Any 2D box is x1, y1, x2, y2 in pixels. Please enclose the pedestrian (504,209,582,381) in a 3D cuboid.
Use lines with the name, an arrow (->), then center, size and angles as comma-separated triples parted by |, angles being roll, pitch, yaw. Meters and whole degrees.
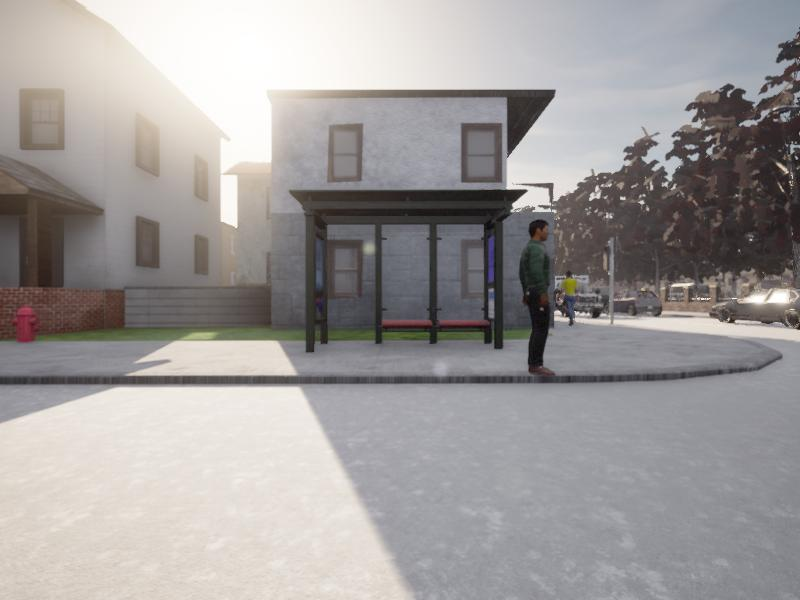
pedestrian -> 1.661, -0.056, 4.766 | 0.751, 1.860, 0.751 | 0, 0, 9

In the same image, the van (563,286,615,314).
van -> 14.274, -0.030, 30.573 | 1.775, 1.987, 4.442 | 0, 0, -2

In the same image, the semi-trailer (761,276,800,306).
semi-trailer -> 59.478, -1.336, 57.431 | 2.717, 4.402, 14.254 | 0, 0, 1

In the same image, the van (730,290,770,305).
van -> 63.352, -0.406, 72.577 | 1.988, 2.561, 5.915 | 0, 0, 0

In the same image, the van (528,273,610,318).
van -> 10.046, -0.242, 24.568 | 2.351, 2.431, 6.366 | 0, 0, 0

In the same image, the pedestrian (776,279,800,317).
pedestrian -> 19.419, -0.104, 19.869 | 0.751, 1.860, 0.751 | 0, 0, 0

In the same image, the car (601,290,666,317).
car -> 14.194, 0.199, 24.567 | 1.845, 1.501, 3.633 | 0, 0, -1

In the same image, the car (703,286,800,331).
car -> 13.843, 0.268, 14.395 | 2.033, 1.411, 5.357 | 0, 0, 4

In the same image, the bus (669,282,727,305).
bus -> 59.471, -1.254, 80.254 | 3.944, 4.253, 10.273 | 0, 0, 0

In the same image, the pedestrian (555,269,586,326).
pedestrian -> 5.717, -0.086, 13.457 | 0.751, 1.860, 0.751 | 0, 0, 6
